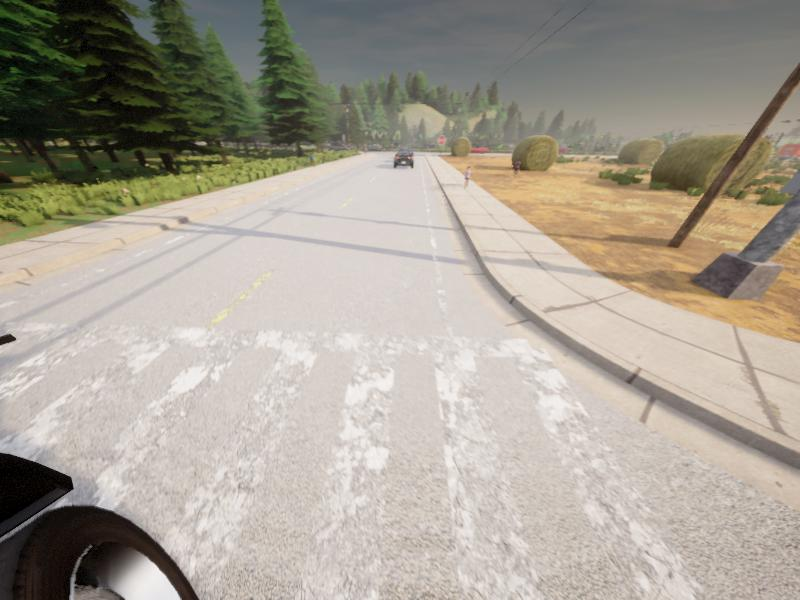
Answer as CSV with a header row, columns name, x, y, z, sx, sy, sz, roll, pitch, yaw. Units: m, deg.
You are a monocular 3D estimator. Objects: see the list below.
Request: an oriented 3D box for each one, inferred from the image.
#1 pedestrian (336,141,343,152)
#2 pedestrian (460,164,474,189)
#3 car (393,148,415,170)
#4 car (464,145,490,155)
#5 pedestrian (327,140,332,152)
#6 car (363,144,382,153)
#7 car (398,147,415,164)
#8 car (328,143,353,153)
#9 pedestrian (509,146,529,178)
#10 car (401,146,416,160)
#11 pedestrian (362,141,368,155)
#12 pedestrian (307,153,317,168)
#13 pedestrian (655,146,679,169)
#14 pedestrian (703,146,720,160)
name,x,y,z,sx,sy,sz,roll,pitch,yaw
pedestrian,-11.395,-29.100,43.786,0.751,1.860,0.751,15,37,20
pedestrian,3.543,-6.515,12.226,0.500,1.100,0.500,7,35,8
car,0.490,-14.437,23.527,2.038,1.542,4.974,3,35,3
car,15.965,-31.285,48.084,4.514,1.525,2.007,4,35,5
pedestrian,-13.541,-29.500,44.320,0.751,1.860,0.751,-8,36,-13
car,-5.932,-32.843,49.941,3.806,1.475,1.970,4,35,5
car,0.911,-18.294,29.094,1.882,1.535,5.008,3,35,3
car,-12.142,-31.272,47.508,4.514,1.525,2.007,5,35,6
pedestrian,8.361,-9.747,16.284,0.751,1.860,0.751,12,36,16
car,1.333,-22.228,34.789,2.007,1.525,4.514,3,35,3
pedestrian,-5.769,-24.994,38.034,0.751,1.860,0.751,5,35,6
pedestrian,-7.728,-12.299,20.347,0.500,1.100,0.500,2,35,2
pedestrian,26.302,-14.026,22.792,0.751,1.860,0.751,27,43,33
pedestrian,48.743,-23.010,36.193,0.751,1.860,0.751,25,41,30
